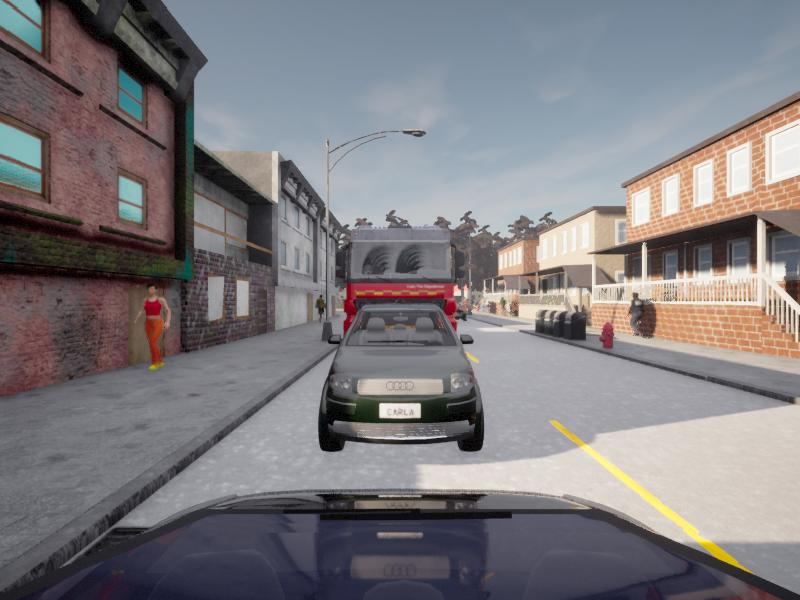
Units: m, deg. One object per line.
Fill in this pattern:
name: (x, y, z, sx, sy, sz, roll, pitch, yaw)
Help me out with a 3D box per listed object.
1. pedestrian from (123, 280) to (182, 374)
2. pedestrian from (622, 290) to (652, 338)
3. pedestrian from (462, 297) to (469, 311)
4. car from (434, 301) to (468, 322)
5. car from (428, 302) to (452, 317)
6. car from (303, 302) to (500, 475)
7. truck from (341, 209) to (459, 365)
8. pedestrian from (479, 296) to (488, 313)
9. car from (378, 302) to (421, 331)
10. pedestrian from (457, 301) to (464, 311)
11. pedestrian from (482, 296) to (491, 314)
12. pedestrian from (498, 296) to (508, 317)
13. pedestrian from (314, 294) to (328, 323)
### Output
pedestrian: (-5.133, 0.533, 8.344, 0.751, 1.860, 0.751, 0, 0, 1)
pedestrian: (9.232, 0.533, 15.602, 0.751, 1.860, 0.751, 0, 0, 0)
pedestrian: (8.929, 0.516, 54.567, 0.751, 1.860, 0.751, 0, 0, 1)
car: (3.964, 0.829, 31.711, 2.038, 1.542, 4.974, 0, 0, 0)
car: (3.944, 0.907, 39.900, 1.994, 1.385, 4.181, 0, 0, 0)
car: (0.007, 0.815, 5.489, 1.789, 1.549, 3.705, 0, 0, 0)
truck: (-0.010, -0.321, 14.022, 2.891, 3.827, 8.468, 0, 0, 0)
pedestrian: (9.061, 0.525, 43.602, 0.751, 1.860, 0.751, 0, 0, -6)
car: (-0.021, 0.851, 22.747, 2.163, 1.488, 4.792, 0, 0, 0)
pedestrian: (8.310, 0.796, 54.836, 0.751, 1.300, 0.751, 0, 0, -2)
pedestrian: (9.267, 0.525, 42.832, 0.751, 1.860, 0.751, 0, 0, 1)
pedestrian: (9.199, 0.533, 35.695, 0.751, 1.860, 0.751, 0, 0, -1)
pedestrian: (-5.080, 0.533, 25.848, 0.751, 1.860, 0.751, 0, 0, 3)
